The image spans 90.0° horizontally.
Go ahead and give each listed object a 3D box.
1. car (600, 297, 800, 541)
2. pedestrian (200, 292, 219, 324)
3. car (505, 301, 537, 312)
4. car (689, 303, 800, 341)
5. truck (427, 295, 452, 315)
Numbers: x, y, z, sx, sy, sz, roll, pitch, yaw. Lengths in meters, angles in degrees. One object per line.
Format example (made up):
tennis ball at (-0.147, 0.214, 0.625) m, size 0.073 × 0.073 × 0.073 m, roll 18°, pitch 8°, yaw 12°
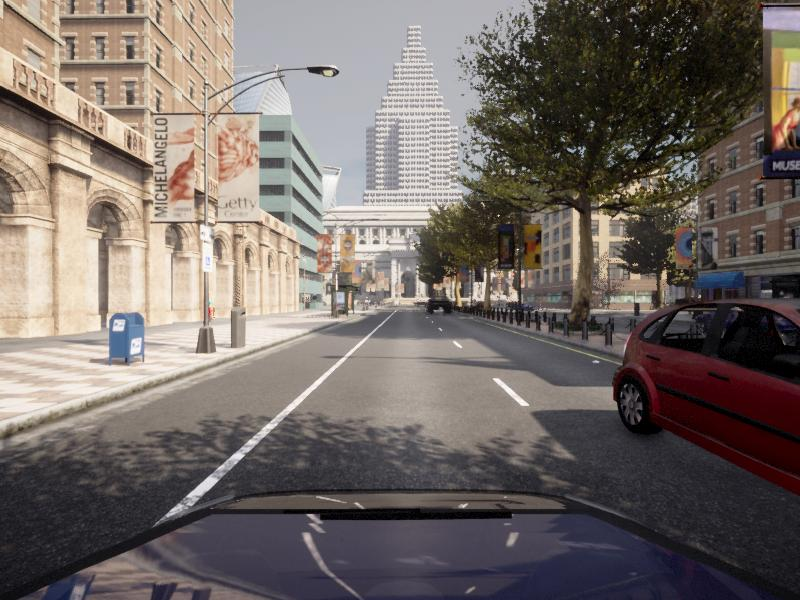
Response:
car at (3.587, 0.788, 3.390) m, size 1.851 × 1.617 × 3.988 m, roll 0°, pitch 0°, yaw 1°
pedestrian at (-11.431, 0.485, 23.992) m, size 0.751 × 1.860 × 0.751 m, roll 0°, pitch 0°, yaw 0°
car at (17.371, 0.907, 57.703) m, size 1.994 × 1.385 × 4.181 m, roll 0°, pitch 0°, yaw -27°
car at (15.349, 0.870, 17.693) m, size 1.812 × 1.442 × 4.674 m, roll 0°, pitch 0°, yaw 1°
truck at (4.423, 0.542, 45.758) m, size 2.390 × 2.098 × 6.274 m, roll 0°, pitch 0°, yaw 1°
